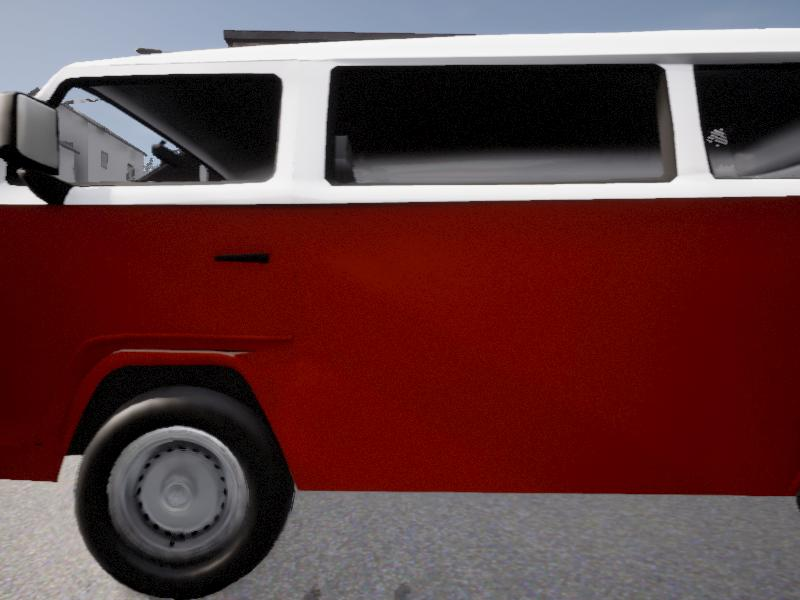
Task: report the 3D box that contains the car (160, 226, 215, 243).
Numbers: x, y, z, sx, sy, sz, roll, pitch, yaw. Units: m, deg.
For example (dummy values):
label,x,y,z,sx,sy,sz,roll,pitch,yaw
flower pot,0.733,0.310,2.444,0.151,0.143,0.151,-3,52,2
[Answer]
label,x,y,z,sx,sy,sz,roll,pitch,yaw
car,-18.797,-5.818,35.749,2.033,1.411,5.357,0,9,0

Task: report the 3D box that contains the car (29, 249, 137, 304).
label,x,y,z,sx,sy,sz,roll,pitch,yaw
car,-15.178,-1.272,19.540,1.816,1.474,4.193,0,21,-1

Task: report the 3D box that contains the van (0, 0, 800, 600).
label,x,y,z,sx,sy,sz,roll,pitch,yaw
van,0.462,-0.030,2.095,4.480,2.038,2.069,0,0,1
